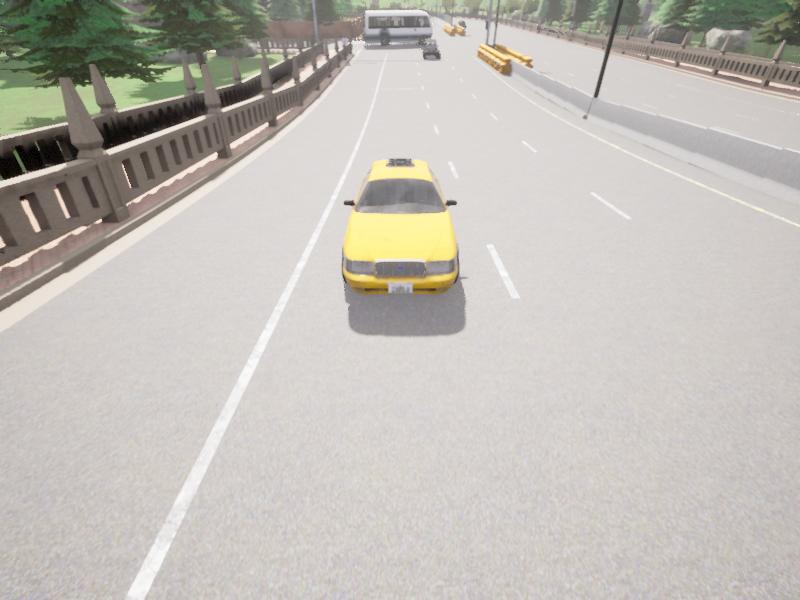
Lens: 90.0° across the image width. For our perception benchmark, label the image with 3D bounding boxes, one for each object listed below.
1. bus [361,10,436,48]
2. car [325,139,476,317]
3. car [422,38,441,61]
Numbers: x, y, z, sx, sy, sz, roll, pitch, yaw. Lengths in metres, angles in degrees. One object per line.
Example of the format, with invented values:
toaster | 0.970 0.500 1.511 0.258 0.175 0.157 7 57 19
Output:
bus | -0.291 -39.679 58.472 10.273 4.253 3.944 -7 38 -9
car | 0.006 -1.781 7.488 1.801 1.575 5.366 0 30 0
car | 3.589 -28.911 46.110 1.905 1.878 3.866 0 37 0
